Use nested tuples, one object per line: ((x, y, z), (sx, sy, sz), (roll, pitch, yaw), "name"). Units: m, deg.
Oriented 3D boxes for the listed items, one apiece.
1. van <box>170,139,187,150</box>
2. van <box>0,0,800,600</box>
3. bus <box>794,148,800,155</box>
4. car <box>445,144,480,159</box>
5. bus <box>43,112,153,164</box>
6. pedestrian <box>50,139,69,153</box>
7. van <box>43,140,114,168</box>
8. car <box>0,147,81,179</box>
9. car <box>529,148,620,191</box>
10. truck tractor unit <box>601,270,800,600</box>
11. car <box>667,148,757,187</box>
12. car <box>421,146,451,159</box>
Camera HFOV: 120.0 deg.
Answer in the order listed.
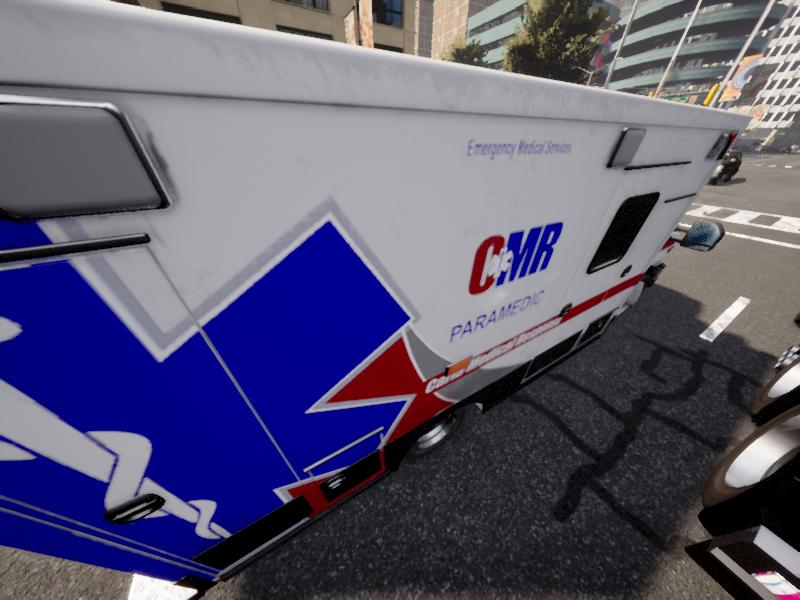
((-54.648, -38.431, 57.026), (1.775, 1.987, 4.442), (-18, 39, -24), "van")
((0.985, -0.549, 2.667), (6.366, 2.431, 2.351), (-18, 39, -24), "van")
((77.686, -27.824, 40.774), (3.944, 4.253, 10.273), (23, 41, 29), "bus")
((9.070, -21.805, 33.899), (2.242, 1.667, 4.611), (-17, 39, -24), "car")
((-35.120, -19.408, 27.879), (3.944, 4.253, 10.273), (-18, 39, -24), "bus")
((-54.804, -24.755, 37.195), (0.751, 1.860, 0.751), (-18, 39, -25), "pedestrian")
((-30.735, -14.193, 22.360), (2.069, 2.038, 4.480), (-18, 39, -24), "van")
((-27.143, -10.393, 17.281), (1.930, 1.638, 5.238), (-18, 39, -24), "car")
((10.294, -7.847, 13.689), (4.605, 1.855, 1.932), (-18, 39, -24), "car")
((5.121, -0.290, 0.768), (6.516, 4.208, 3.053), (-18, 39, -24), "truck tractor unit")
((20.117, -8.657, 14.920), (4.605, 1.855, 1.932), (-18, 39, -23), "car")
((5.137, -21.687, 33.900), (1.812, 1.442, 4.674), (-18, 39, -24), "car")
